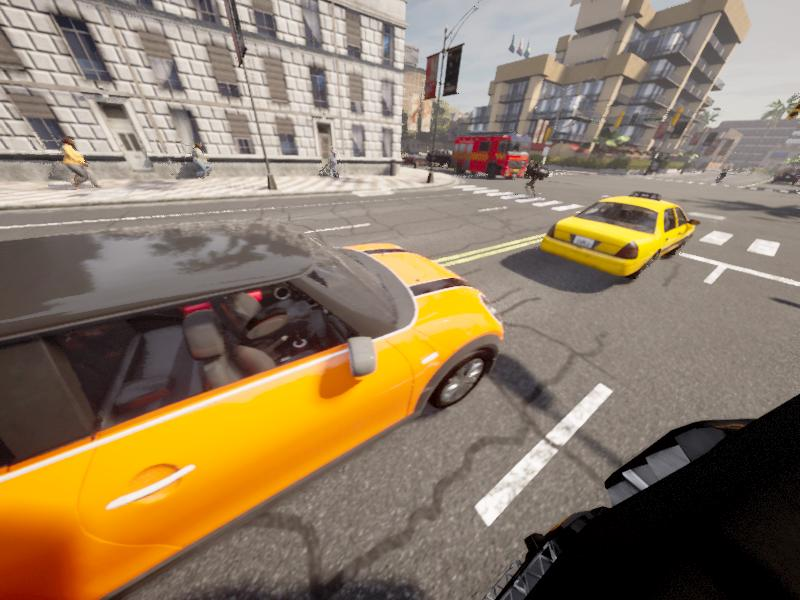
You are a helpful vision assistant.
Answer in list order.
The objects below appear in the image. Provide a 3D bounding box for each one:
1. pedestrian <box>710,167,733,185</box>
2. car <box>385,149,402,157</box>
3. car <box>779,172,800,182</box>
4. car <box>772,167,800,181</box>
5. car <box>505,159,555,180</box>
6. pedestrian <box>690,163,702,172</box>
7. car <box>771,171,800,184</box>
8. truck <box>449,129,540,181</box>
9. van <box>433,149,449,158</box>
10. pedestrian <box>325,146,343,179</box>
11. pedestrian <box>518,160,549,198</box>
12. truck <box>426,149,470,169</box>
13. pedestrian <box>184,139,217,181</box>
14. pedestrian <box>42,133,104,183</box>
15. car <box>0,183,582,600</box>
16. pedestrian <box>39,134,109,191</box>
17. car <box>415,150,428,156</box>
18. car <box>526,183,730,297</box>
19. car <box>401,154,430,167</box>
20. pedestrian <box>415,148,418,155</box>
[{"bbox_3d":[38.008,-14.655,27.326,0.751,1.860,0.751,-17,38,-27],"label":"pedestrian"},{"bbox_3d":[-1.692,-39.351,61.785,2.152,1.651,5.027,-18,39,-28],"label":"car"},{"bbox_3d":[73.112,-22.994,43.120,4.181,1.385,1.994,-20,40,-31],"label":"car"},{"bbox_3d":[81.131,-26.396,48.293,5.566,2.045,2.150,-27,44,-37],"label":"car"},{"bbox_3d":[13.903,-14.110,24.901,1.851,1.617,3.988,-23,41,-33],"label":"car"},{"bbox_3d":[72.978,-32.674,56.979,0.751,1.860,0.751,-1,34,-6],"label":"pedestrian"},{"bbox_3d":[62.409,-19.707,37.069,4.611,1.667,2.242,-17,39,-28],"label":"car"},{"bbox_3d":[8.918,-14.873,23.650,2.891,3.827,8.468,-12,36,-21],"label":"truck"},{"bbox_3d":[13.220,-47.285,74.548,4.480,2.038,2.069,-18,39,-28],"label":"van"},{"bbox_3d":[-4.483,-9.320,15.688,0.751,1.860,0.751,-21,40,-31],"label":"pedestrian"},{"bbox_3d":[7.685,-6.982,13.379,0.751,1.860,0.751,-18,39,-29],"label":"pedestrian"},{"bbox_3d":[6.706,-20.363,33.335,2.390,2.098,6.274,-18,39,-28],"label":"truck"},{"bbox_3d":[-10.830,-7.613,12.616,0.751,1.860,0.751,-17,38,-27],"label":"pedestrian"},{"bbox_3d":[-14.825,-6.454,10.554,0.751,1.860,0.751,-18,39,-29],"label":"pedestrian"},{"bbox_3d":[-1.111,0.206,1.947,4.553,1.767,2.097,-17,39,-28],"label":"car"},{"bbox_3d":[-12.793,-5.423,9.156,0.751,1.860,0.751,-21,40,-31],"label":"pedestrian"},{"bbox_3d":[7.071,-47.385,74.683,3.633,1.501,1.845,-18,39,-28],"label":"car"},{"bbox_3d":[5.817,-1.863,5.801,5.366,1.575,1.801,-18,39,-28],"label":"car"},{"bbox_3d":[2.208,-20.495,33.846,1.994,1.385,4.181,-18,39,-28],"label":"car"},{"bbox_3d":[5.883,-53.294,82.895,0.751,1.860,0.751,-22,41,-33],"label":"pedestrian"}]
